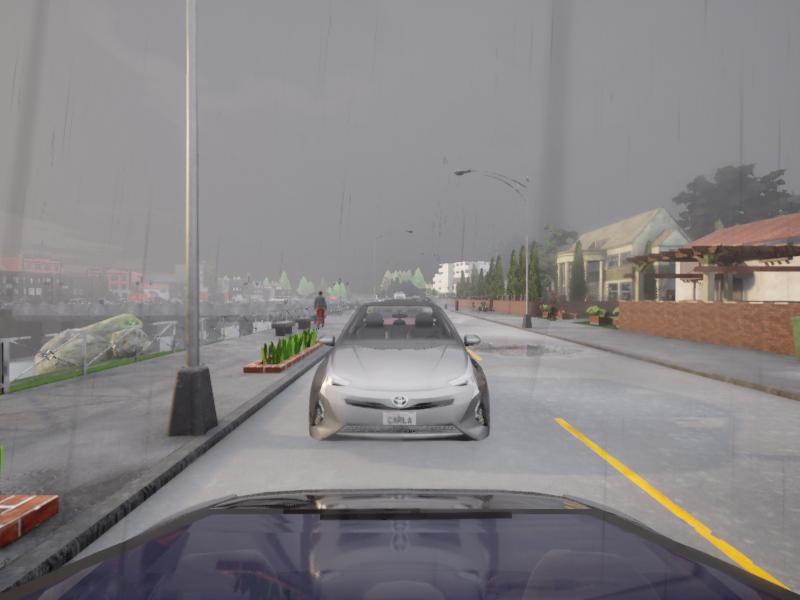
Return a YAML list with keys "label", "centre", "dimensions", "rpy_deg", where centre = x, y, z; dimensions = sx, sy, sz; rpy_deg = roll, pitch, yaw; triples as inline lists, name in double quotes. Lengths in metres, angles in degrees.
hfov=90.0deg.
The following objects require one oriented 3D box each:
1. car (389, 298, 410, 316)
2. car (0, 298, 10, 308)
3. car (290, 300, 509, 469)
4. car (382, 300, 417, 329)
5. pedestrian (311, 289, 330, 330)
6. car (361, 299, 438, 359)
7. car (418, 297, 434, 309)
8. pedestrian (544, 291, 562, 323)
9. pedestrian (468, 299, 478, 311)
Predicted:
- label: "car"
  centre: [-0.030, 0.618, 37.824]
  dimensions: [1.882, 1.535, 5.008]
  rpy_deg: [0, 0, 0]
- label: "car"
  centre: [-65.732, 0.488, 64.082]
  dimensions: [1.837, 1.490, 4.892]
  rpy_deg: [0, 0, 0]
- label: "car"
  centre: [-0.006, 0.781, 5.937]
  dimensions: [2.007, 1.525, 4.514]
  rpy_deg: [0, 0, 0]
- label: "car"
  centre: [-0.018, 0.725, 22.565]
  dimensions: [1.816, 1.474, 4.193]
  rpy_deg: [0, 0, 0]
- label: "pedestrian"
  centre: [-3.700, 0.422, 18.672]
  dimensions: [0.751, 1.860, 0.751]
  rpy_deg: [0, 0, 0]
- label: "car"
  centre: [-0.011, 0.747, 12.656]
  dimensions: [2.007, 1.525, 4.514]
  rpy_deg: [0, 0, 0]
- label: "car"
  centre: [3.952, 0.433, 62.369]
  dimensions: [2.242, 1.667, 4.611]
  rpy_deg: [0, 0, 0]
- label: "pedestrian"
  centre: [9.158, 0.399, 23.984]
  dimensions: [0.751, 1.860, 0.751]
  rpy_deg: [0, 0, 0]
- label: "pedestrian"
  centre: [8.193, 0.576, 44.812]
  dimensions: [0.751, 1.300, 0.751]
  rpy_deg: [0, 0, -27]
